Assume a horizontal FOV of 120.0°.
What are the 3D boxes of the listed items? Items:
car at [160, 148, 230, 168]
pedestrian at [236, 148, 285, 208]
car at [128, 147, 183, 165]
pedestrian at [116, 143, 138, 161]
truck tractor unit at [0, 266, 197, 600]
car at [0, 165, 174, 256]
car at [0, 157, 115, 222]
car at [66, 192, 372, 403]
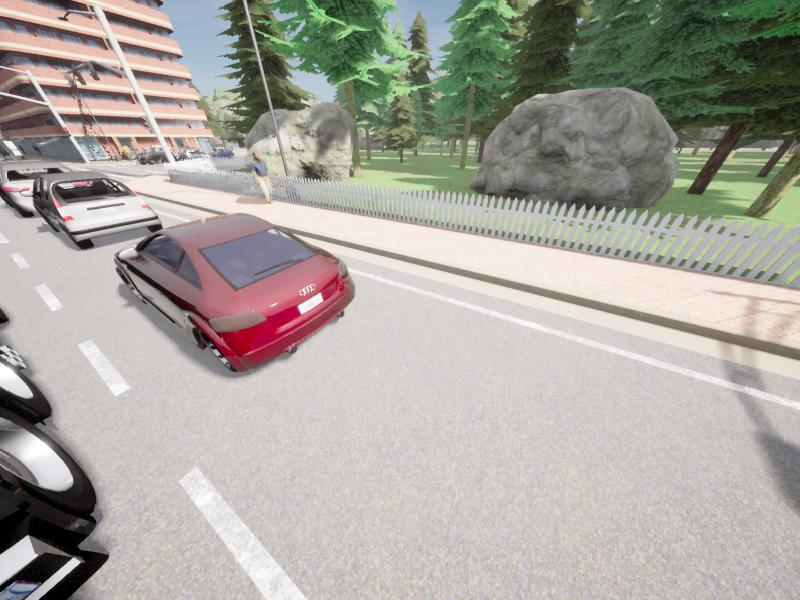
[{"bbox_3d":[-21.260,-15.041,24.320,2.038,1.542,4.974,12,37,17],"label":"car"},{"bbox_3d":[-5.159,-4.563,8.654,0.751,1.860,0.751,19,39,25],"label":"pedestrian"},{"bbox_3d":[-27.808,-16.502,26.446,1.789,1.549,3.705,11,36,15],"label":"car"},{"bbox_3d":[-33.130,-17.983,28.035,0.751,1.860,0.751,-14,37,-19],"label":"pedestrian"},{"bbox_3d":[-5.114,-0.298,0.774,6.516,4.208,3.053,18,39,24],"label":"truck tractor unit"},{"bbox_3d":[-8.952,-2.771,6.637,3.988,1.617,1.851,18,39,25],"label":"car"},{"bbox_3d":[-14.323,-4.608,9.259,4.611,1.667,2.242,19,39,25],"label":"car"},{"bbox_3d":[-2.773,-0.594,3.674,4.181,1.385,1.994,20,40,26],"label":"car"}]
